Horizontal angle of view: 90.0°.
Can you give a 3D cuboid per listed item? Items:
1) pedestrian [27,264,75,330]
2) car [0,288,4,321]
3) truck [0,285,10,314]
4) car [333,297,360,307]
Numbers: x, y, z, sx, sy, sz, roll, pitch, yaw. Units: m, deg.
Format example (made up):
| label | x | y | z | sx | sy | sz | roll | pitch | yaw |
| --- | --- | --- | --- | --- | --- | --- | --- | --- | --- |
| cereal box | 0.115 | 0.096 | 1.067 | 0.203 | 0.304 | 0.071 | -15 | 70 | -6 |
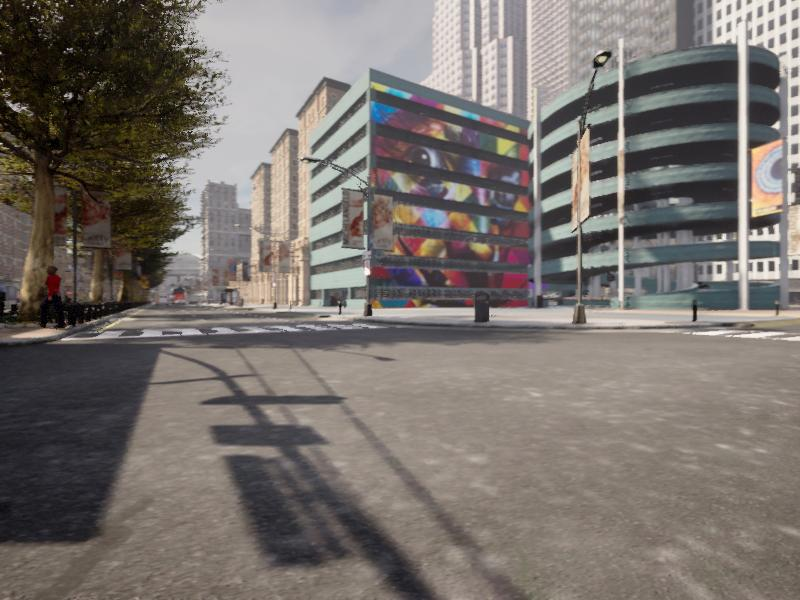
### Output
| label | x | y | z | sx | sy | sz | roll | pitch | yaw |
| --- | --- | --- | --- | --- | --- | --- | --- | --- | --- |
| pedestrian | -10.075 | -0.085 | 11.575 | 0.751 | 1.860 | 0.751 | 0 | 0 | -8 |
| car | -20.140 | 0.221 | 18.375 | 1.851 | 1.617 | 3.988 | 0 | 0 | -31 |
| truck | -29.569 | -0.010 | 27.572 | 2.390 | 2.098 | 6.274 | 0 | 0 | -31 |
| car | -7.765 | 0.266 | 57.907 | 2.161 | 1.482 | 4.786 | 0 | 0 | -31 |
